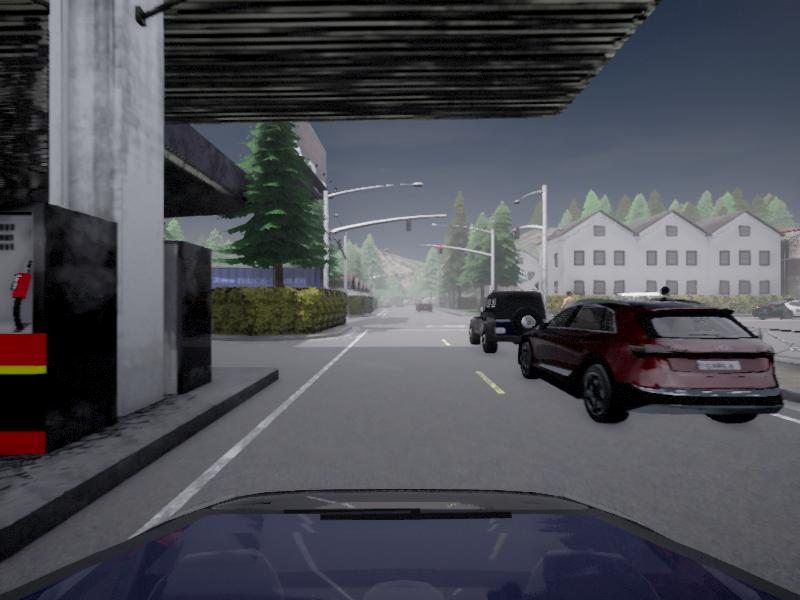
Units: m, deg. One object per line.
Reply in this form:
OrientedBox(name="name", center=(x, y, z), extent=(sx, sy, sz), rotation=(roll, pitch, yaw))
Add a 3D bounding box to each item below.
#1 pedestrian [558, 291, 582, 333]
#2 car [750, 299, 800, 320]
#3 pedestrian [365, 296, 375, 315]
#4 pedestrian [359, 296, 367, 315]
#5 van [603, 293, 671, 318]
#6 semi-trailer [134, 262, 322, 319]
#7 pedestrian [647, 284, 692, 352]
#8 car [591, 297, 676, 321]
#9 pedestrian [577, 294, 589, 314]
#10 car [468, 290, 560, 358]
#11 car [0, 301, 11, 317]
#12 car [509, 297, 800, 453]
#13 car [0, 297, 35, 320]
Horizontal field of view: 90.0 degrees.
OrientedBox(name="pedestrian", center=(7.562, 0.517, 17.796), extent=(0.751, 1.860, 0.751), rotation=(0, 0, -1))
OrientedBox(name="car", center=(29.267, 0.686, 29.548), extent=(4.974, 1.542, 2.038), rotation=(0, 0, 0))
OrientedBox(name="pedestrian", center=(-2.900, 0.554, 39.052), extent=(0.751, 1.860, 0.751), rotation=(0, 0, 12))
OrientedBox(name="pedestrian", center=(-3.673, 0.555, 39.793), extent=(0.751, 1.860, 0.751), rotation=(0, 0, -3))
OrientedBox(name="van", center=(19.546, 0.438, 33.066), extent=(4.480, 2.038, 2.069), rotation=(0, 0, -5))
OrientedBox(name="semi-trailer", center=(-13.844, -0.752, 32.899), extent=(14.254, 4.402, 2.717), rotation=(0, 0, 0))
OrientedBox(name="pedestrian", center=(7.617, 0.506, 11.336), extent=(0.751, 1.860, 0.751), rotation=(0, 0, 0))
OrientedBox(name="car", center=(17.093, 0.641, 29.434), extent=(5.027, 1.651, 2.152), rotation=(0, 0, -1))
OrientedBox(name="pedestrian", center=(17.378, 0.361, 37.994), extent=(0.751, 1.860, 0.751), rotation=(0, 0, -5))
OrientedBox(name="car", center=(3.500, 0.671, 13.096), extent=(1.905, 1.878, 3.866), rotation=(0, 0, 0))
OrientedBox(name="car", center=(-36.125, 0.839, 34.102), extent=(2.033, 1.411, 5.357), rotation=(0, 0, -17))
OrientedBox(name="car", center=(3.500, 0.791, 6.643), extent=(2.033, 1.649, 4.856), rotation=(0, 0, 0))
OrientedBox(name="car", center=(-30.055, 0.667, 29.675), extent=(4.611, 1.667, 2.242), rotation=(-2, 0, 15))
